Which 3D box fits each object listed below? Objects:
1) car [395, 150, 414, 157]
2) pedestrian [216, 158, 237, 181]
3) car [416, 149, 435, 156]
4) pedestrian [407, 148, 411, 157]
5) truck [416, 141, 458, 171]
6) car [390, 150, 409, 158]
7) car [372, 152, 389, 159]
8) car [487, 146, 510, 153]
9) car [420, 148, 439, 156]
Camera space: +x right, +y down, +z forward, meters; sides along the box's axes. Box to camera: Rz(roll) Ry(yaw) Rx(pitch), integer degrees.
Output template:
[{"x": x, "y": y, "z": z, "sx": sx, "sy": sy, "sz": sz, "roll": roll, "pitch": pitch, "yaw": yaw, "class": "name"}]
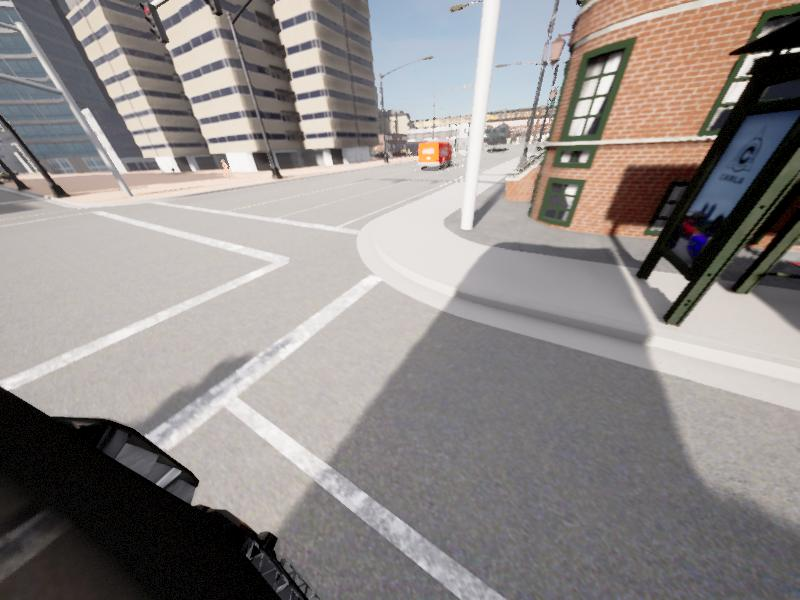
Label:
[{"x": 1.244, "y": -43.919, "z": 69.411, "sx": 5.357, "sy": 1.411, "sz": 2.033, "roll": 14, "pitch": 37, "yaw": 25, "class": "car"}, {"x": -17.155, "y": -12.871, "z": 22.817, "sx": 0.751, "sy": 1.860, "sz": 0.751, "roll": 11, "pitch": 36, "yaw": 20, "class": "pedestrian"}, {"x": 6.924, "y": -40.395, "z": 63.360, "sx": 4.674, "sy": 1.442, "sz": 1.812, "roll": 14, "pitch": 37, "yaw": 25, "class": "car"}, {"x": 2.134, "y": -36.332, "z": 56.912, "sx": 0.751, "sy": 1.860, "sz": 0.751, "roll": 8, "pitch": 35, "yaw": 16, "class": "pedestrian"}, {"x": 4.129, "y": -15.804, "z": 25.285, "sx": 2.627, "sy": 2.467, "sz": 5.204, "roll": 15, "pitch": 38, "yaw": 26, "class": "truck"}, {"x": -0.100, "y": -42.182, "z": 66.663, "sx": 4.856, "sy": 1.649, "sz": 2.033, "roll": 14, "pitch": 37, "yaw": 25, "class": "car"}, {"x": -5.996, "y": -45.671, "z": 72.880, "sx": 4.792, "sy": 1.488, "sz": 2.163, "roll": 13, "pitch": 37, "yaw": 25, "class": "car"}, {"x": 23.683, "y": -36.083, "z": 55.464, "sx": 4.718, "sy": 1.301, "sz": 1.895, "roll": 15, "pitch": 37, "yaw": 25, "class": "car"}, {"x": 8.506, "y": -42.211, "z": 65.901, "sx": 5.008, "sy": 1.535, "sz": 1.882, "roll": 14, "pitch": 37, "yaw": 25, "class": "car"}]
